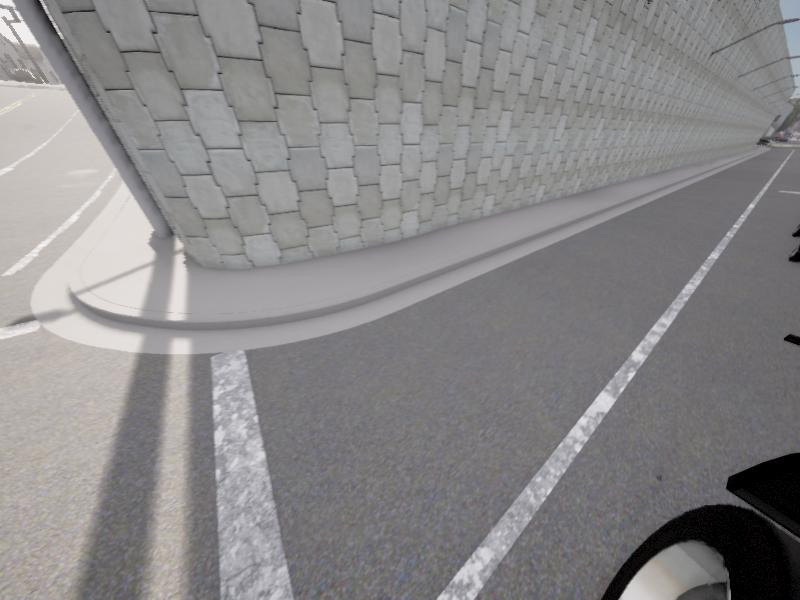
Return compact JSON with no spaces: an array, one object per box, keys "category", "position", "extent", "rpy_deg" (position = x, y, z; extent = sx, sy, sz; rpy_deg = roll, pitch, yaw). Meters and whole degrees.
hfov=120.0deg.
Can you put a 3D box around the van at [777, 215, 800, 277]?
[{"category":"van","position":[9.869,-1.688,4.489],"extent":[4.442,1.987,1.775],"rpy_deg":[-22,41,-28]}]
